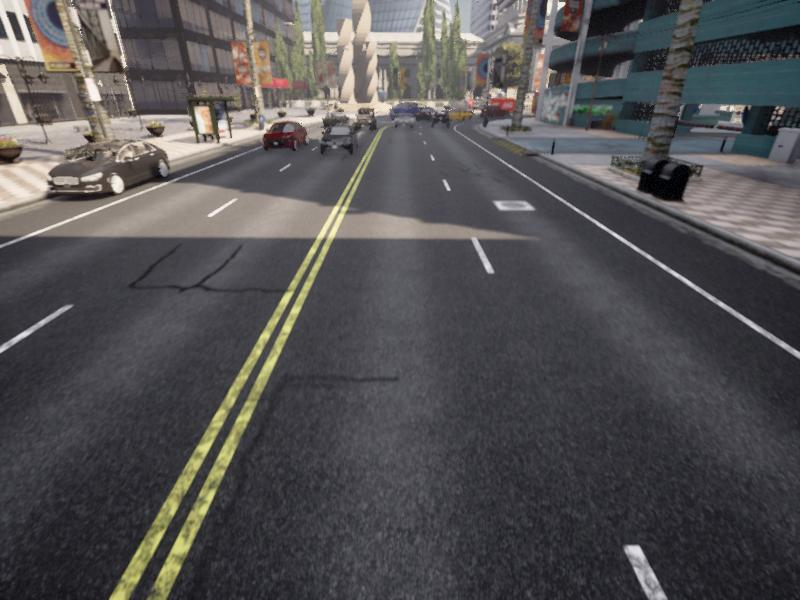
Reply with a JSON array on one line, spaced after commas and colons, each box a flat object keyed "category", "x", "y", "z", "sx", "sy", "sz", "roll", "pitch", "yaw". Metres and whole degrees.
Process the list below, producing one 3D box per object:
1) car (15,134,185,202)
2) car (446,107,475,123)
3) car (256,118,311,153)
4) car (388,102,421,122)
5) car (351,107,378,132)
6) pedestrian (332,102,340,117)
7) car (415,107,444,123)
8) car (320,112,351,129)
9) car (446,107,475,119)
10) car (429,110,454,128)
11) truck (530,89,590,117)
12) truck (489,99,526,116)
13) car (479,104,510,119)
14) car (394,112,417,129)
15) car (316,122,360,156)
[{"category": "car", "x": -10.090, "y": -4.815, "z": 14.156, "sx": 2.231, "sy": 1.521, "sz": 4.892, "roll": 0, "pitch": 27, "yaw": 0}, {"category": "car", "x": 7.710, "y": -23.489, "z": 50.594, "sx": 1.801, "sy": 1.575, "sz": 5.366, "roll": 13, "pitch": 30, "yaw": 23}, {"category": "car", "x": -6.993, "y": -10.198, "z": 24.646, "sx": 1.882, "sy": 1.535, "sz": 5.008, "roll": 0, "pitch": 27, "yaw": 0}, {"category": "car", "x": 0.614, "y": -24.451, "z": 51.861, "sx": 2.150, "sy": 2.045, "sz": 5.566, "roll": 12, "pitch": 30, "yaw": 22}, {"category": "car", "x": -3.215, "y": -16.631, "z": 36.799, "sx": 1.905, "sy": 1.878, "sz": 3.866, "roll": 1, "pitch": 27, "yaw": 2}, {"category": "pedestrian", "x": -8.889, "y": -26.555, "z": 55.653, "sx": 0.751, "sy": 1.860, "sz": 0.751, "roll": 12, "pitch": 29, "yaw": 21}, {"category": "car", "x": 3.710, "y": -23.296, "z": 50.225, "sx": 2.038, "sy": 1.542, "sz": 4.974, "roll": 11, "pitch": 29, "yaw": 20}, {"category": "car", "x": -6.448, "y": -18.215, "z": 40.488, "sx": 1.895, "sy": 1.301, "sz": 4.718, "roll": 3, "pitch": 27, "yaw": 5}, {"category": "car", "x": 8.764, "y": -27.035, "z": 57.805, "sx": 1.895, "sy": 1.301, "sz": 4.718, "roll": 21, "pitch": 34, "yaw": 35}, {"category": "car", "x": 4.455, "y": -19.250, "z": 42.397, "sx": 2.128, "sy": 1.511, "sz": 4.902, "roll": 5, "pitch": 28, "yaw": 8}, {"category": "truck", "x": 25.666, "y": -31.738, "z": 64.376, "sx": 8.468, "sy": 3.827, "sz": 2.891, "roll": -8, "pitch": 28, "yaw": -15}, {"category": "truck", "x": 17.290, "y": -31.028, "z": 64.379, "sx": 5.204, "sy": 2.467, "sz": 2.627, "roll": -16, "pitch": 31, "yaw": -28}, {"category": "car", "x": 13.704, "y": -27.365, "z": 57.963, "sx": 4.553, "sy": 1.767, "sz": 2.097, "roll": -24, "pitch": 36, "yaw": -38}, {"category": "car", "x": 0.613, "y": -18.403, "z": 40.939, "sx": 1.895, "sy": 1.301, "sz": 4.718, "roll": 3, "pitch": 27, "yaw": 6}, {"category": "car", "x": -3.498, "y": -9.482, "z": 23.400, "sx": 1.812, "sy": 1.442, "sz": 4.674, "roll": 0, "pitch": 27, "yaw": 0}]
